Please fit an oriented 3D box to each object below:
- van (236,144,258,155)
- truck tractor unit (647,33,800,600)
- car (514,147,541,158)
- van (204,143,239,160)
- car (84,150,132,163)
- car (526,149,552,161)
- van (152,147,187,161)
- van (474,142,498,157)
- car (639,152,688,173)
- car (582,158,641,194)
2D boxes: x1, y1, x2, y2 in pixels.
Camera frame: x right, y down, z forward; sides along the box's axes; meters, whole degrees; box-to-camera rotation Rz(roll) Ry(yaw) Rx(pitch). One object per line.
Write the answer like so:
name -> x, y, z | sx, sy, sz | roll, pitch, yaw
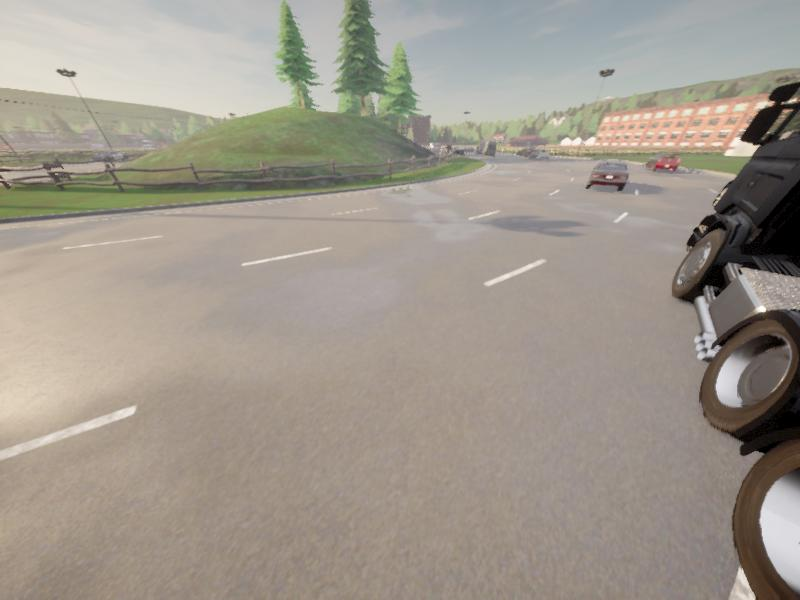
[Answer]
van -> -40.729, -40.271, 61.610 | 2.351, 2.431, 6.366 | -5, 34, -7
truck tractor unit -> 4.687, -0.586, 1.214 | 3.053, 4.208, 6.516 | 26, 42, 32
car -> 25.095, -29.266, 45.697 | 2.242, 1.667, 4.611 | -4, 34, -6
van -> -33.878, -28.429, 44.108 | 2.351, 2.431, 6.366 | -5, 34, -7
car -> -46.672, -23.101, 37.116 | 2.038, 1.542, 4.974 | -5, 34, -7
car -> 22.429, -23.540, 37.389 | 1.845, 1.501, 3.633 | 0, 34, -1
van -> -40.254, -25.698, 40.508 | 1.775, 1.987, 4.442 | -5, 34, -7
van -> 17.636, -31.225, 47.856 | 1.988, 2.561, 5.915 | -5, 34, -7
car -> 25.559, -13.504, 22.564 | 1.845, 1.501, 3.633 | 17, 38, 22
car -> 13.116, -7.970, 14.587 | 2.033, 1.411, 5.357 | 22, 40, 28
